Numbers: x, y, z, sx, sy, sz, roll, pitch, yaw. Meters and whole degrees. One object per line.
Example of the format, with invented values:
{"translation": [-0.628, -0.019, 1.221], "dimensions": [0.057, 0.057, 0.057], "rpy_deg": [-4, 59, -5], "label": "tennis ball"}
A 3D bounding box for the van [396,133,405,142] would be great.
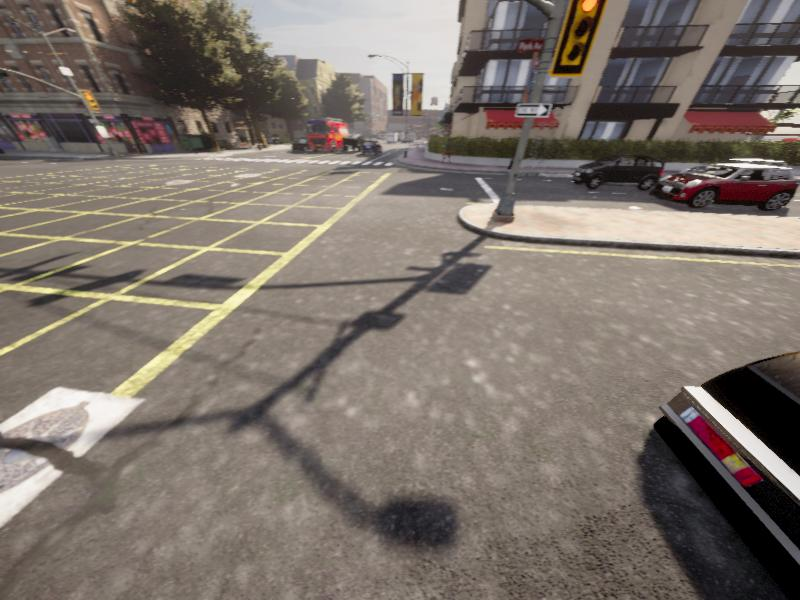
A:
{"translation": [0.243, -53.445, 75.893], "dimensions": [2.351, 2.431, 6.366], "rpy_deg": [5, 36, 5], "label": "van"}

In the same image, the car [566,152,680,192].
{"translation": [11.583, -6.884, 12.354], "dimensions": [3.705, 1.549, 1.789], "rpy_deg": [5, 36, 6], "label": "car"}

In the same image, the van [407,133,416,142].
{"translation": [3.724, -53.194, 75.627], "dimensions": [2.351, 2.431, 6.366], "rpy_deg": [5, 36, 5], "label": "van"}

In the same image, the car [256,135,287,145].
{"translation": [-26.195, -32.613, 47.177], "dimensions": [4.974, 1.542, 2.038], "rpy_deg": [5, 36, 6], "label": "car"}

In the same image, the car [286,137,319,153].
{"translation": [-13.555, -21.929, 32.560], "dimensions": [1.930, 1.638, 5.238], "rpy_deg": [4, 36, 5], "label": "car"}

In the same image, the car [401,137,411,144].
{"translation": [1.645, -43.155, 62.553], "dimensions": [1.994, 1.385, 4.181], "rpy_deg": [5, 36, 5], "label": "car"}

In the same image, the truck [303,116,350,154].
{"translation": [-9.903, -23.300, 32.680], "dimensions": [2.891, 3.827, 8.468], "rpy_deg": [5, 36, 5], "label": "truck"}

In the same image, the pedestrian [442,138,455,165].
{"translation": [4.018, -12.406, 19.272], "dimensions": [0.751, 1.860, 0.751], "rpy_deg": [11, 37, 14], "label": "pedestrian"}

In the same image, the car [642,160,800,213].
{"translation": [13.045, -4.660, 9.369], "dimensions": [3.806, 1.475, 1.970], "rpy_deg": [5, 36, 6], "label": "car"}

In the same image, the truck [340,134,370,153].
{"translation": [-6.330, -22.812, 33.559], "dimensions": [2.390, 2.098, 6.274], "rpy_deg": [5, 36, 5], "label": "truck"}

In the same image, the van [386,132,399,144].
{"translation": [-1.981, -43.117, 61.524], "dimensions": [2.351, 2.431, 6.366], "rpy_deg": [5, 36, 5], "label": "van"}

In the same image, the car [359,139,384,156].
{"translation": [-3.480, -19.446, 29.359], "dimensions": [2.033, 1.649, 4.856], "rpy_deg": [5, 36, 5], "label": "car"}

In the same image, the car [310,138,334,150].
{"translation": [-12.714, -25.750, 38.046], "dimensions": [1.812, 1.442, 4.674], "rpy_deg": [5, 36, 5], "label": "car"}

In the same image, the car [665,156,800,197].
{"translation": [16.969, -6.380, 11.844], "dimensions": [3.806, 1.475, 1.970], "rpy_deg": [5, 36, 6], "label": "car"}
